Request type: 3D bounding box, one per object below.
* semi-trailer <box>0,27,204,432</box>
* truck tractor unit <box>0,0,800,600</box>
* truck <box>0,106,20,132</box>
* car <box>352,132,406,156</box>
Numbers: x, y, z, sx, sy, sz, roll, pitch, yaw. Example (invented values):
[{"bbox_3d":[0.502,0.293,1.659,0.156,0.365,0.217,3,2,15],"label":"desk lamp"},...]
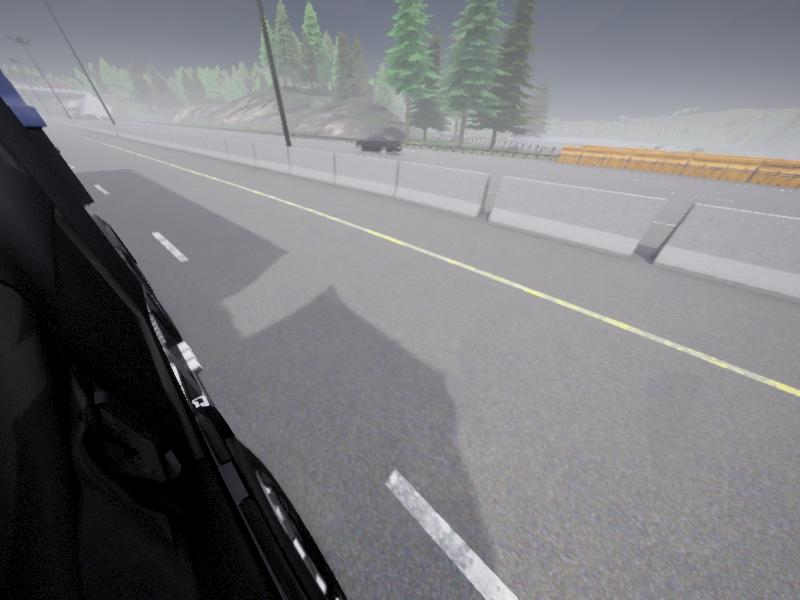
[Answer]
[{"bbox_3d":[-8.849,-3.489,4.087,14.254,4.402,2.717,26,43,28],"label":"semi-trailer"},{"bbox_3d":[-2.645,-0.295,0.351,6.516,4.208,3.053,28,44,30],"label":"truck tractor unit"},{"bbox_3d":[-50.378,-22.349,28.483,5.204,2.467,2.627,25,42,27],"label":"truck"},{"bbox_3d":[-2.029,-14.952,22.086,5.008,1.535,1.882,25,42,27],"label":"car"}]
